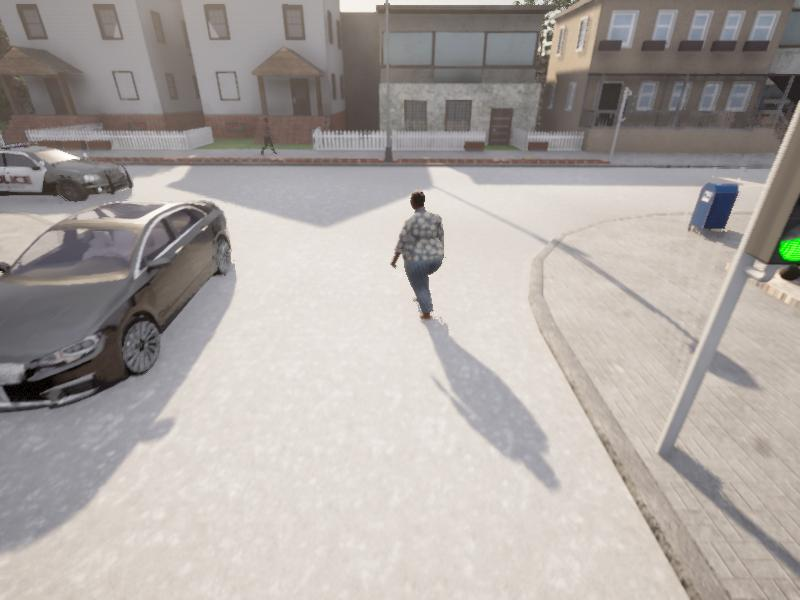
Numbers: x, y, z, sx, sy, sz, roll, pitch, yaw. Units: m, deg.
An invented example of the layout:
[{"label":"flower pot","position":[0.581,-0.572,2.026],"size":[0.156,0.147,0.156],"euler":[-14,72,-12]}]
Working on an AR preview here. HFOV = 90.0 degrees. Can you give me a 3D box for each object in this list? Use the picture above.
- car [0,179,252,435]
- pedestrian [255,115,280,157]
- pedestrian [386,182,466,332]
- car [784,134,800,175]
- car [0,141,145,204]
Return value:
[{"label":"car","position":[-4.001,-0.477,5.770],"size":[2.128,1.511,4.902],"euler":[-1,28,-3]},{"label":"pedestrian","position":[-6.607,-8.201,19.983],"size":[0.751,1.860,0.751],"euler":[-1,27,-2]},{"label":"pedestrian","position":[0.320,-0.605,5.613],"size":[0.751,1.860,0.751],"euler":[-13,30,-23]},{"label":"car","position":[19.155,-5.799,16.023],"size":[5.238,1.638,1.930],"euler":[0,27,-1]},{"label":"car","position":[-11.322,-4.073,12.629],"size":[4.974,1.542,2.038],"euler":[1,27,0]}]
